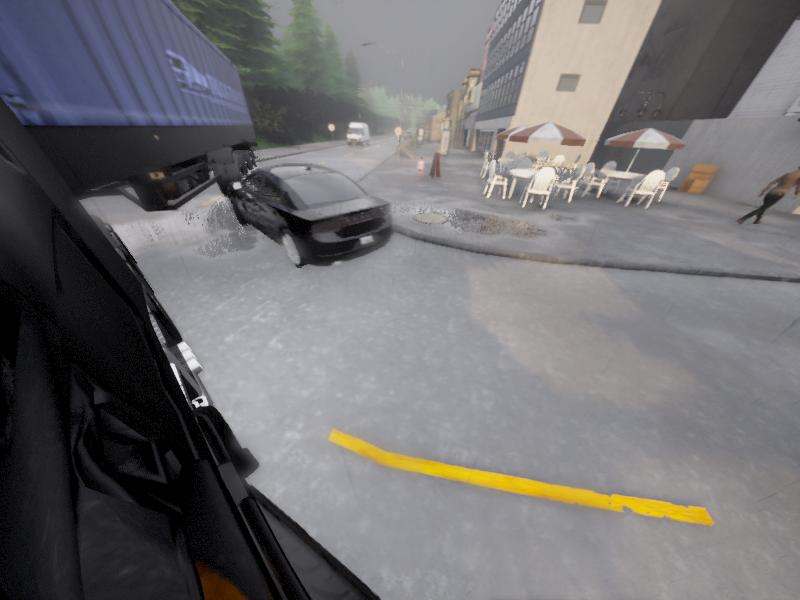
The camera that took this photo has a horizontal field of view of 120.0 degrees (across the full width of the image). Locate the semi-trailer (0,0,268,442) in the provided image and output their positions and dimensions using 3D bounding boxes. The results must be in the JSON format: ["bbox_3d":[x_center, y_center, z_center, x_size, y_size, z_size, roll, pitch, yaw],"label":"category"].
[{"bbox_3d":[-6.127,-4.586,5.735,2.717,4.402,14.254,-11,39,-17],"label":"semi-trailer"}]

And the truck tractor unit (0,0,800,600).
[{"bbox_3d":[-2.645,-0.295,0.352,6.516,4.208,3.053,28,44,30],"label":"truck tractor unit"}]

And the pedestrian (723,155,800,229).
[{"bbox_3d":[11.309,-3.198,6.936,0.751,1.860,0.751,1,37,-2],"label":"pedestrian"}]

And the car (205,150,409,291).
[{"bbox_3d":[-2.317,-2.250,5.260,5.008,1.535,1.882,32,46,33],"label":"car"}]

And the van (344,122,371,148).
[{"bbox_3d":[-5.543,-22.137,31.004,1.988,2.561,5.915,5,37,3],"label":"van"}]

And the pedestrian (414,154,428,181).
[{"bbox_3d":[1.015,-6.506,11.363,0.500,1.100,0.500,-5,37,-10],"label":"pedestrian"}]

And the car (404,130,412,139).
[{"bbox_3d":[2.162,-44.402,62.063,1.932,1.855,4.605,5,37,3],"label":"car"}]
